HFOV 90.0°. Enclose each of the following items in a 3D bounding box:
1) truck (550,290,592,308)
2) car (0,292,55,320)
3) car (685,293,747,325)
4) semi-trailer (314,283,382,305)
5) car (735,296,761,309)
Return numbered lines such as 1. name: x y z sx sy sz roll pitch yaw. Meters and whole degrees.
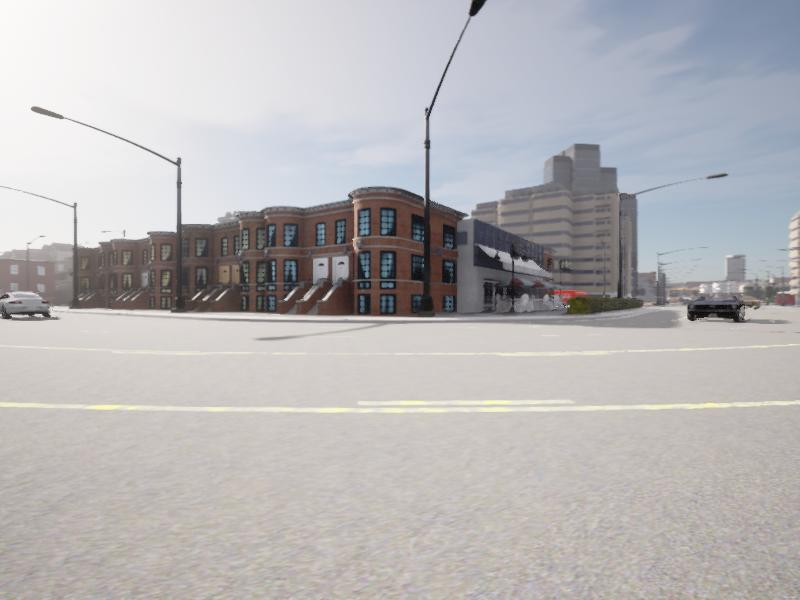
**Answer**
1. truck: 24.868 -0.168 58.138 5.204 2.467 2.627 0 0 36
2. car: -21.425 0.287 22.600 4.674 1.442 1.812 0 0 35
3. car: 15.081 0.373 18.988 1.895 1.301 4.718 0 0 43
4. semi-trailer: -10.807 -1.133 82.065 14.254 4.402 2.717 0 -1 22
5. car: 41.316 0.321 47.583 1.882 1.535 5.008 0 -1 35
